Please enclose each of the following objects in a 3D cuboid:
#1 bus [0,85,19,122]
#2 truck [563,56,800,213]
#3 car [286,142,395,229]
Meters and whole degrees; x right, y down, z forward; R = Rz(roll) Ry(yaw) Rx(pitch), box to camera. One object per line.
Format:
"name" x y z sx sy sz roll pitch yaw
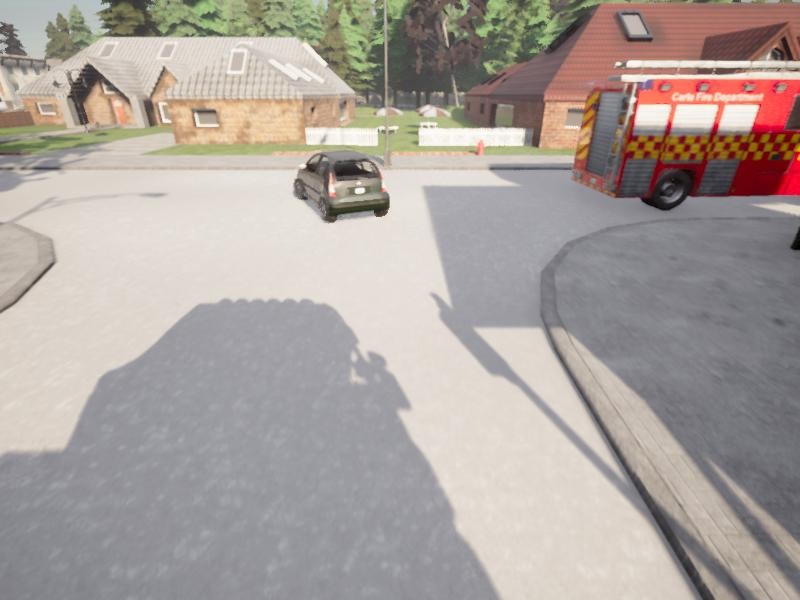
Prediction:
"bus" -53.160 -23.600 48.140 3.944 4.253 10.273 0 27 0
"truck" 10.012 -4.960 12.018 8.468 3.827 2.891 -2 27 -3
"car" -1.843 -3.499 11.607 1.851 1.617 3.988 -13 30 -23
